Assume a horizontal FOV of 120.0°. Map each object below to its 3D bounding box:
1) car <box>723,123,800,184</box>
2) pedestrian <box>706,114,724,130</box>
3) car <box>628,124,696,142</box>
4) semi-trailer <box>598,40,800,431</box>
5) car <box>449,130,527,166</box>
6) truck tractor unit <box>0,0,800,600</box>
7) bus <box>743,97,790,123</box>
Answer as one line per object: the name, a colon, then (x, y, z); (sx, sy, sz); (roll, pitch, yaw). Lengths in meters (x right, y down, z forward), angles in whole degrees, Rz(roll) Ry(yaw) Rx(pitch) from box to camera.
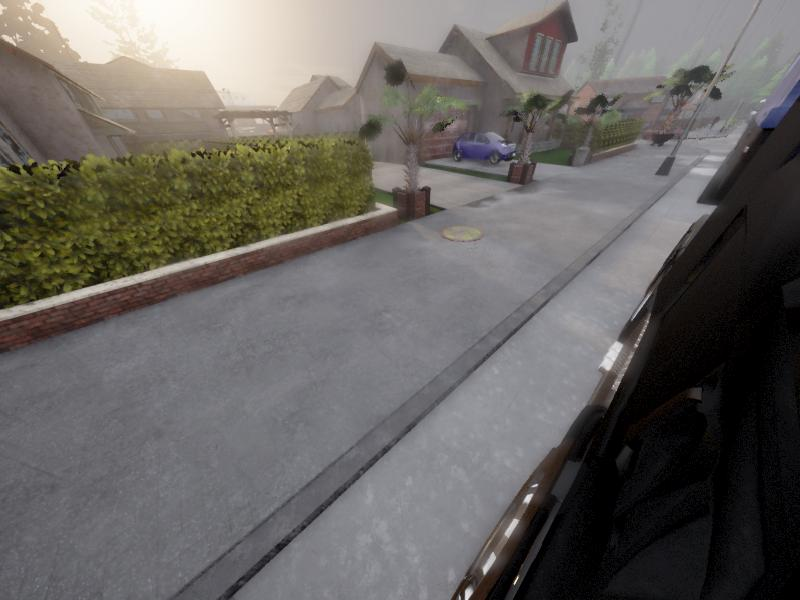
car: (16.099, -6.404, 9.849); (5.238, 1.638, 1.930); (-28, 44, -30)
pedestrian: (45.870, -25.959, 33.683); (0.751, 1.860, 0.751); (-31, 45, -33)
car: (27.154, -17.433, 24.111); (1.994, 1.385, 4.181); (-25, 42, -27)
semi-trailer: (8.694, -3.609, 4.231); (14.254, 4.402, 2.717); (-28, 44, -30)
car: (4.980, -8.956, 13.509); (1.845, 1.501, 3.633); (-30, 45, -32)
truck tractor unit: (2.645, -0.295, 0.351); (6.516, 4.208, 3.053); (-28, 44, -30)
bus: (84.391, -43.847, 53.434); (10.273, 4.253, 3.944); (-29, 44, -29)
